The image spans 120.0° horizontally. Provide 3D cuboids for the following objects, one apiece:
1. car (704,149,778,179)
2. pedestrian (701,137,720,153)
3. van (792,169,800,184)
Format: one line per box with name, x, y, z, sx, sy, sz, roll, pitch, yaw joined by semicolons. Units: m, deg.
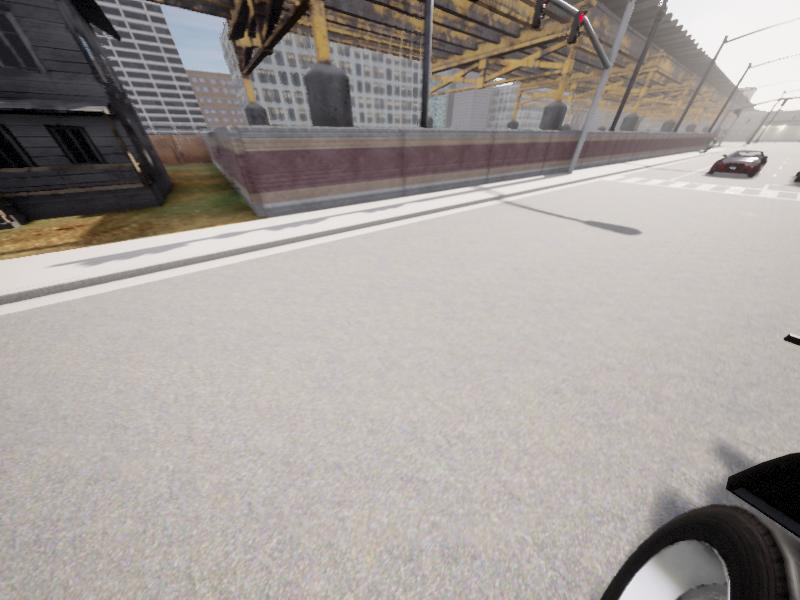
car;23.155;-9.327;15.700;4.181;1.385;1.994;-21;40;-27
pedestrian;43.639;-21.827;32.470;0.751;1.860;0.751;-20;40;-25
van;24.875;-8.056;12.868;5.915;2.561;1.988;-22;41;-28
